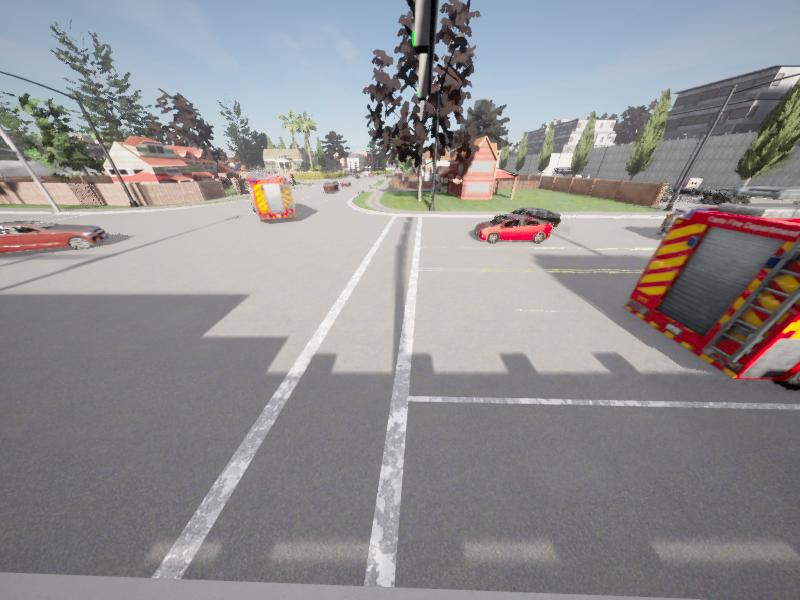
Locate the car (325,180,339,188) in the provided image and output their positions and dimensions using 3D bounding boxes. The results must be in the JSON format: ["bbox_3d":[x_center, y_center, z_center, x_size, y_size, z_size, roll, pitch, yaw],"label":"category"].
[{"bbox_3d":[-16.271,-27.840,55.256,1.994,1.385,4.181,0,30,0],"label":"car"}]

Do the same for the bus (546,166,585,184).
[{"bbox_3d":[48.362,-36.940,68.141,3.944,4.253,10.273,0,30,1],"label":"bus"}]

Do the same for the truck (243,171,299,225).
[{"bbox_3d":[-12.428,-10.003,21.883,2.891,3.827,8.468,-18,34,-27],"label":"truck"}]

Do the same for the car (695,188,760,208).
[{"bbox_3d":[39.782,-12.566,28.283,1.905,1.878,3.866,0,30,1],"label":"car"}]

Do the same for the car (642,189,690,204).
[{"bbox_3d":[36.327,-14.304,31.703,1.970,1.475,3.806,0,30,1],"label":"car"}]

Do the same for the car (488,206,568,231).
[{"bbox_3d":[9.721,-6.340,17.893,4.892,1.490,1.837,1,30,1],"label":"car"}]

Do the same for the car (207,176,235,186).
[{"bbox_3d":[-41.730,-27.833,53.957,4.605,1.855,1.932,0,30,0],"label":"car"}]

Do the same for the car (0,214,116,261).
[{"bbox_3d":[-20.283,-3.524,12.852,5.027,1.651,2.152,-18,35,-28],"label":"car"}]

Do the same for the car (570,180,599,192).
[{"bbox_3d":[36.576,-22.821,46.057,1.932,1.855,4.605,0,30,1],"label":"car"}]

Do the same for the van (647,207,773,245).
[{"bbox_3d":[19.138,-4.689,14.540,4.442,1.987,1.775,1,30,1],"label":"van"}]

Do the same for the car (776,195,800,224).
[{"bbox_3d":[34.597,-7.042,18.559,2.150,2.045,5.566,18,35,27],"label":"car"}]

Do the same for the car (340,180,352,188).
[{"bbox_3d":[-12.772,-27.634,54.973,1.895,1.301,4.718,0,30,0],"label":"car"}]

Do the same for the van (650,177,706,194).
[{"bbox_3d":[51.546,-21.476,43.175,2.351,2.431,6.366,0,30,1],"label":"van"}]

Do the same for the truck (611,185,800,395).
[{"bbox_3d":[10.990,-0.329,5.150,8.468,3.827,2.891,1,30,1],"label":"truck"}]

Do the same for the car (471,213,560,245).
[{"bbox_3d":[7.219,-4.633,14.904,4.514,1.525,2.007,1,30,1],"label":"car"}]

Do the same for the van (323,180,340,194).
[{"bbox_3d":[-12.739,-21.125,43.012,1.775,1.987,4.442,0,30,0],"label":"van"}]
